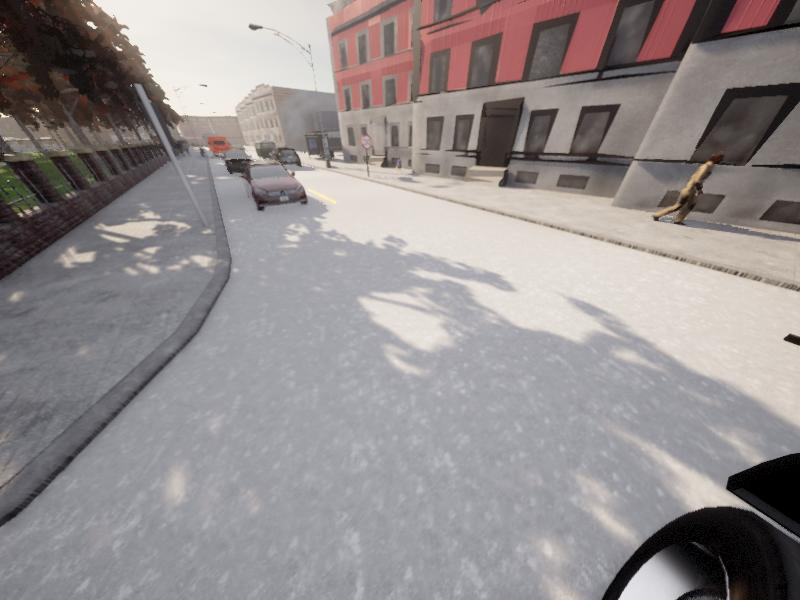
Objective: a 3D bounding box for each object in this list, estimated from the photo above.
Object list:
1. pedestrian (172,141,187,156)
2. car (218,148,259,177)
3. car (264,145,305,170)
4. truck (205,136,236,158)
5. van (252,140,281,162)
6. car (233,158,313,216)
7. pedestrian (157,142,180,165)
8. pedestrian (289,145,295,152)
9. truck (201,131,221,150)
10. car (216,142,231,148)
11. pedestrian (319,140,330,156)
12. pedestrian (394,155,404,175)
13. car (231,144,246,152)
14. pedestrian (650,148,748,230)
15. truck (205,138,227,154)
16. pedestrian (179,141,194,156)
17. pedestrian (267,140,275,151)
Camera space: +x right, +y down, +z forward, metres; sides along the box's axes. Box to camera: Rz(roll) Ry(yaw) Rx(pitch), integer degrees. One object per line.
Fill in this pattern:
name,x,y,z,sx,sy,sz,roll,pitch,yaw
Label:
pedestrian,-31.397,-21.617,32.971,0.751,1.860,0.751,-15,38,-20
car,-12.897,-11.044,18.337,1.882,1.535,5.008,-22,41,-28
car,-10.823,-13.393,21.573,2.033,1.649,4.856,-22,41,-28
truck,-26.350,-22.503,33.851,2.627,2.467,5.204,-22,42,-27
van,-15.954,-17.749,27.480,1.775,1.987,4.442,-22,41,-28
car,-5.462,-4.930,9.690,1.812,1.442,4.674,-22,41,-28
pedestrian,-22.133,-14.023,22.130,0.751,1.860,0.751,-21,40,-27
pedestrian,-20.555,-28.924,43.995,0.500,1.100,0.500,16,38,21
truck,-50.400,-42.475,61.576,2.891,3.827,8.468,-22,41,-28
car,-57.030,-50.249,74.706,4.193,1.474,1.816,20,40,26
pedestrian,-10.622,-21.372,32.548,0.751,1.860,0.751,17,39,23
pedestrian,-0.046,-9.364,16.010,0.500,1.100,0.500,-16,38,-21
car,-35.135,-33.054,50.157,1.895,1.301,4.718,-22,41,-28
pedestrian,7.986,-3.003,6.268,0.751,1.860,0.751,-21,40,-27
truck,-37.037,-30.993,46.384,2.627,2.467,5.204,-22,41,-28
pedestrian,-30.664,-21.760,33.168,0.751,1.860,0.751,29,45,35
pedestrian,-24.958,-29.931,44.712,0.751,1.860,0.751,-14,37,-18
